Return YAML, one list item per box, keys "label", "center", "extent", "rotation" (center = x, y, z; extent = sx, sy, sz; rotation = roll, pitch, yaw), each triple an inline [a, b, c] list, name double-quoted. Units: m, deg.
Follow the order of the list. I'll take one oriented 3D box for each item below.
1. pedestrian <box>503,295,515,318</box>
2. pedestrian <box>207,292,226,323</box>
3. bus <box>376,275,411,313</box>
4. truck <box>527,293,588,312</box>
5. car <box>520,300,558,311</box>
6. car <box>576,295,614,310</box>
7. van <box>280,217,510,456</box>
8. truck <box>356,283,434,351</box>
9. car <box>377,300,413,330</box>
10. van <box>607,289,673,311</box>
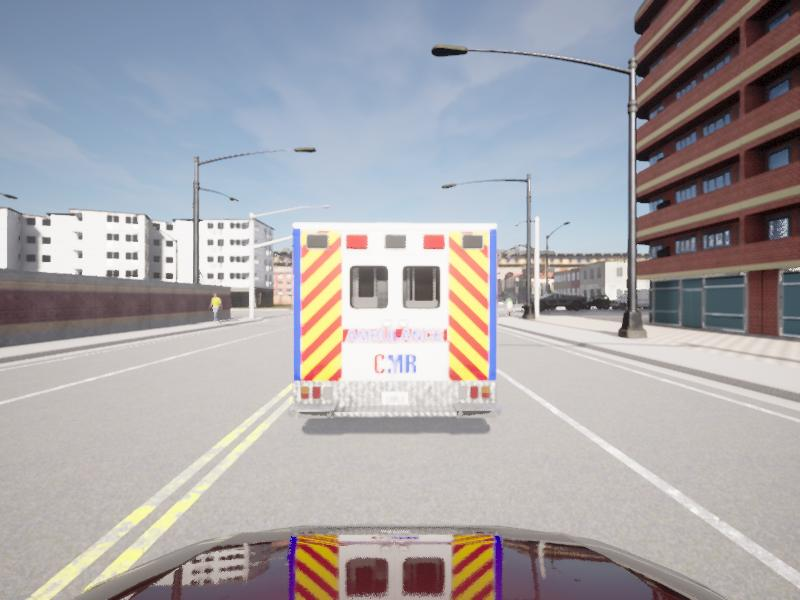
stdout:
- label: "pedestrian"
  center: [8.900, 0.525, 32.536]
  extent: [0.751, 1.860, 0.751]
  rotation: [0, 0, -2]
- label: "pedestrian"
  center: [-11.025, 0.439, 24.041]
  extent: [0.751, 1.860, 0.751]
  rotation: [0, 0, 3]
- label: "bus"
  center: [-0.753, -0.662, 49.985]
  extent: [3.944, 4.253, 10.273]
  rotation: [0, 0, -1]
- label: "truck"
  center: [18.633, 0.293, 47.548]
  extent: [6.274, 2.098, 2.390]
  rotation: [-1, 0, 0]
- label: "car"
  center: [17.686, 0.667, 51.056]
  extent: [4.181, 1.385, 1.994]
  rotation: [-1, 0, 0]
- label: "car"
  center: [24.797, 0.304, 51.000]
  extent: [3.866, 1.878, 1.905]
  rotation: [-1, 0, 0]
- label: "van"
  center: [-0.088, 0.363, 7.269]
  extent: [2.351, 2.431, 6.366]
  rotation: [0, 0, -1]
- label: "truck"
  center: [-0.191, 0.512, 15.508]
  extent: [2.390, 2.098, 6.274]
  rotation: [0, 0, -1]
- label: "car"
  center: [-0.274, 0.782, 22.492]
  extent: [1.845, 1.501, 3.633]
  rotation: [0, 0, -1]
- label: "van"
  center: [28.362, -0.017, 47.472]
  extent: [6.366, 2.431, 2.351]
  rotation: [-1, 0, 0]
